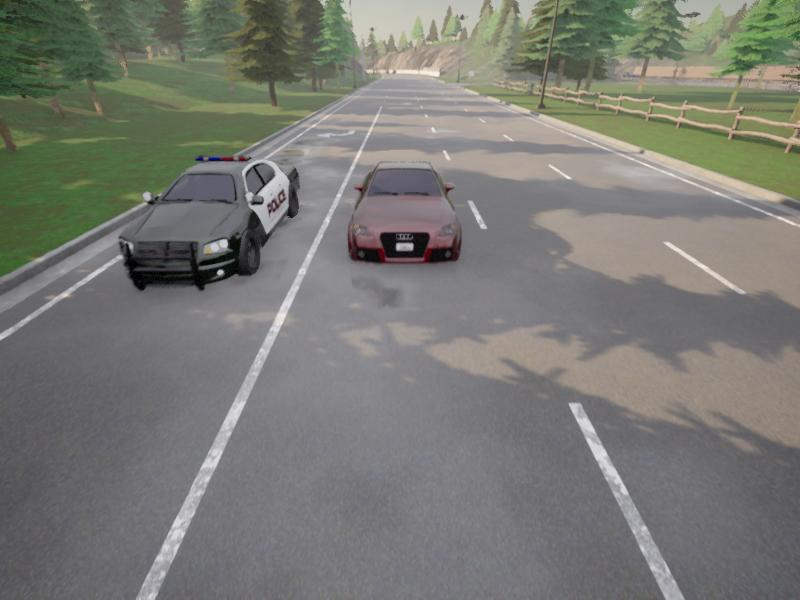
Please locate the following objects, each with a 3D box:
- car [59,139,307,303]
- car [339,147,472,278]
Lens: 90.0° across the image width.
[{"bbox_3d":[-3.419,-1.887,7.740,2.038,1.542,4.974,0,31,0],"label":"car"},{"bbox_3d":[0.081,-2.021,8.141,1.994,1.385,4.181,0,30,0],"label":"car"}]
